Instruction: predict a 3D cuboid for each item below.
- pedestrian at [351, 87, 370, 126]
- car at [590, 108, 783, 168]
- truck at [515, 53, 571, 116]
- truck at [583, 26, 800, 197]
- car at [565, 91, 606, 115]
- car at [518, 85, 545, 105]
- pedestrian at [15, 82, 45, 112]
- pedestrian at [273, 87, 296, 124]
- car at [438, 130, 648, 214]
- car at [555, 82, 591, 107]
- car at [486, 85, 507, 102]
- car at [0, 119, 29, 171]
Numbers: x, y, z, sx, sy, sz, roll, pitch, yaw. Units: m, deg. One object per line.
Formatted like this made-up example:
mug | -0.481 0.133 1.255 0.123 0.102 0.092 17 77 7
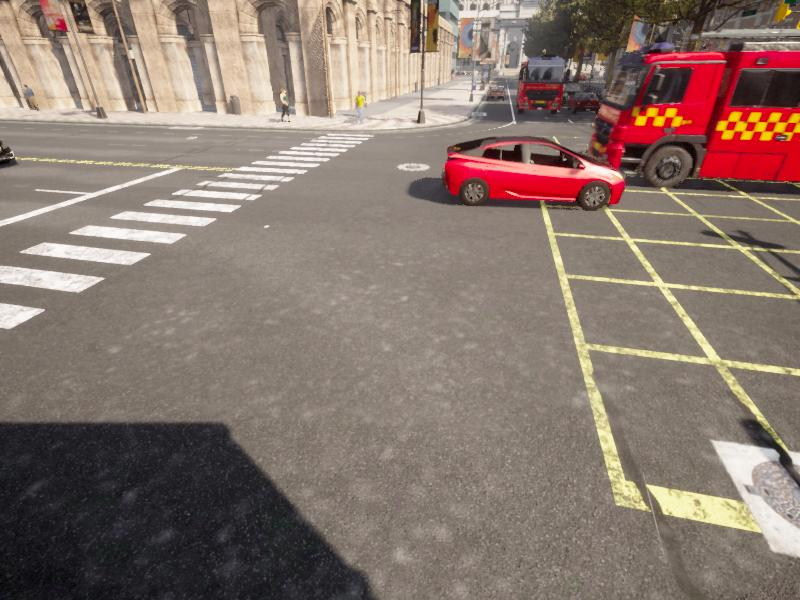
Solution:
pedestrian | -2.168 -10.761 22.254 0.751 1.860 0.751 7 31 11
car | 10.194 -6.083 14.817 5.238 1.638 1.930 6 31 11
truck | 10.813 -16.895 31.170 2.891 3.827 8.468 6 31 11
truck | 10.287 -5.212 11.160 8.468 3.827 2.891 6 31 11
car | 14.102 -15.122 30.644 1.895 1.301 4.718 6 31 11
car | 12.493 -19.655 38.226 1.970 1.475 3.806 6 31 11
pedestrian | -26.966 -14.825 29.200 0.751 1.860 0.751 10 32 16
pedestrian | -6.590 -11.146 22.910 0.751 1.860 0.751 11 32 18
car | 3.314 -3.347 10.239 4.514 1.525 2.007 3 30 6
car | 15.615 -18.742 36.350 2.097 1.767 4.553 6 31 11
car | 9.978 -21.411 41.401 1.895 1.301 4.718 6 31 11
car | -15.829 -5.279 13.570 4.892 1.490 1.837 6 31 11
